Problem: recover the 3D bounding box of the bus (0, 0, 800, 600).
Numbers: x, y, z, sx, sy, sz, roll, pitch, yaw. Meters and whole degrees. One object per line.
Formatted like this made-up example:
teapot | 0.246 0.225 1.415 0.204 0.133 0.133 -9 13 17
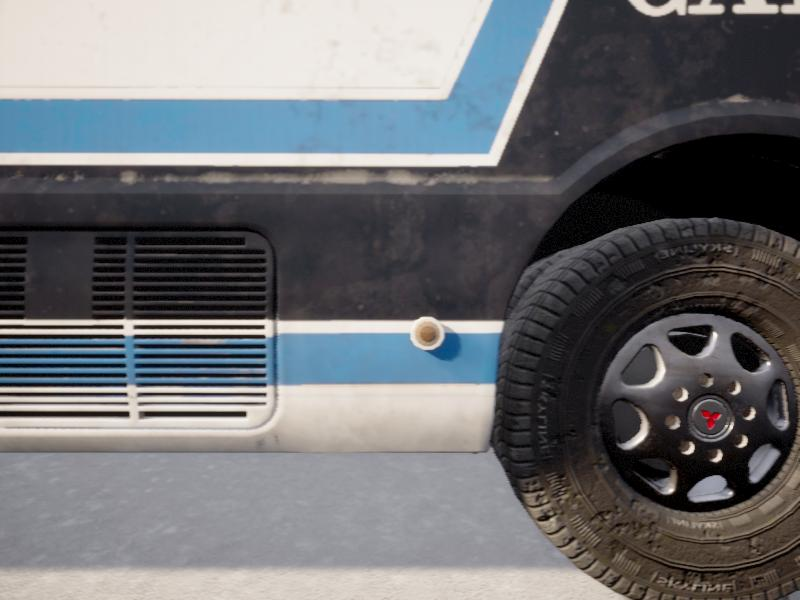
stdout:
bus | -1.221 -1.134 2.573 10.273 4.253 3.944 0 0 0
